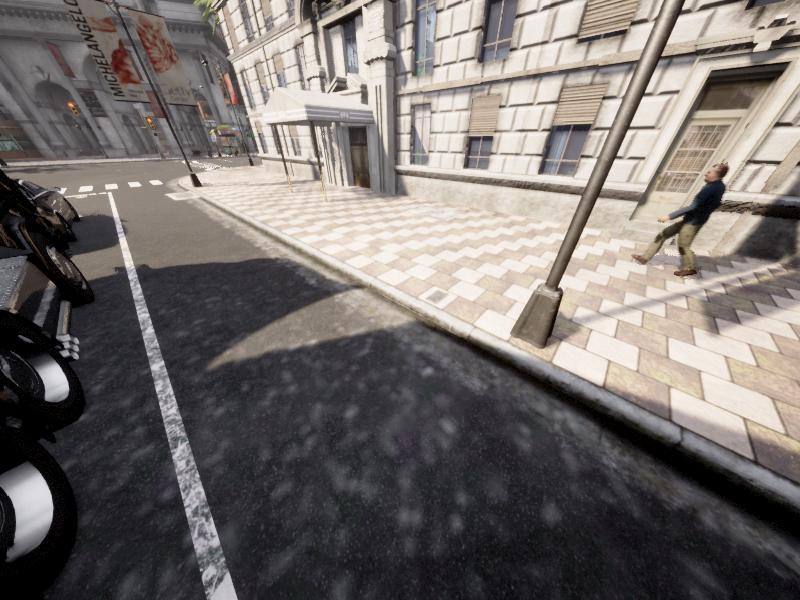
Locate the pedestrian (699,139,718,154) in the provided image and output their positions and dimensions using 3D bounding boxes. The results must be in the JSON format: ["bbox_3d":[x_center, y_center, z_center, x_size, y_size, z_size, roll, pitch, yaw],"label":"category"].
[{"bbox_3d":[47.576,-23.679,35.667,0.751,1.860,0.751,-7,35,-9],"label":"pedestrian"}]

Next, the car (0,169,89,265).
[{"bbox_3d":[-10.634,-2.441,6.256,4.902,1.511,2.128,28,44,34],"label":"car"}]

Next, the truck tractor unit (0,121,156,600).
[{"bbox_3d":[-4.848,-0.504,1.069,6.516,4.208,3.053,28,44,34],"label":"truck tractor unit"}]

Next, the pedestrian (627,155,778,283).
[{"bbox_3d":[5.035,-1.373,3.990,0.751,1.860,0.751,-23,41,-29],"label":"pedestrian"}]

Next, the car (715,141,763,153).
[{"bbox_3d":[61.603,-27.996,42.127,2.097,1.767,4.553,-25,42,-31],"label":"car"}]
